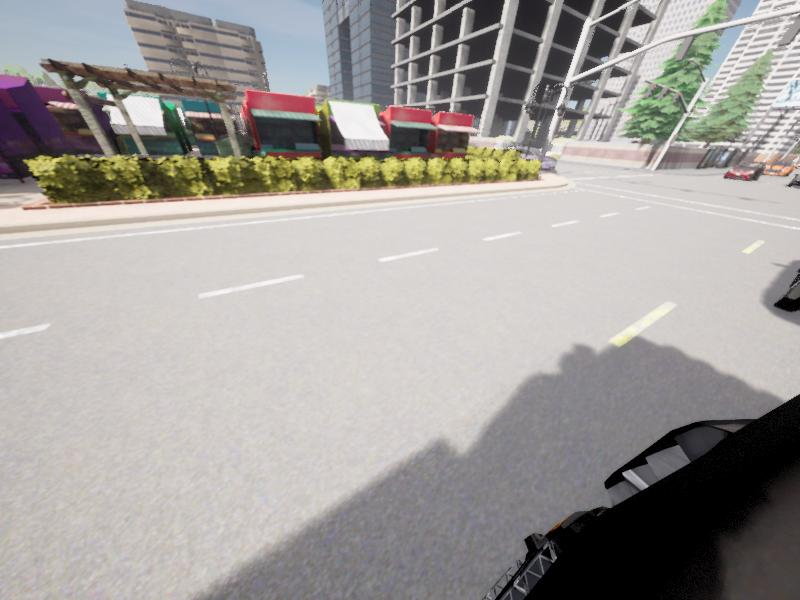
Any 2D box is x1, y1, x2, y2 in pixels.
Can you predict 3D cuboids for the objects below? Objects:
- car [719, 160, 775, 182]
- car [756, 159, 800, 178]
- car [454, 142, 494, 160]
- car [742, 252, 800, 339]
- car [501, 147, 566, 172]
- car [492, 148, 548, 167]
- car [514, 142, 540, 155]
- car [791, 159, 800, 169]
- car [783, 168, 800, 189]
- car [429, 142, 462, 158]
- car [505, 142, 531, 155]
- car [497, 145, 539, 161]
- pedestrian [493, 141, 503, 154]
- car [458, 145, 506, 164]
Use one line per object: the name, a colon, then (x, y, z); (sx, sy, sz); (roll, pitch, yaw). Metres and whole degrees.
car: (34.162, -12.713, 22.765); (3.988, 1.617, 1.851); (-14, 39, -23)
car: (48.775, -16.965, 29.708); (4.553, 1.767, 2.097); (-16, 40, -25)
car: (9.896, -20.199, 31.237); (2.242, 1.667, 4.611); (-17, 40, -25)
car: (8.163, -0.409, 3.552); (4.902, 1.511, 2.128); (-16, 40, -25)
car: (12.429, -13.424, 21.959); (2.033, 1.649, 4.856); (-16, 40, -25)
car: (13.450, -16.345, 26.342); (2.033, 1.411, 5.357); (-16, 40, -25)
car: (25.676, -30.708, 46.798); (1.905, 1.878, 3.866); (-16, 40, -25)
car: (95.833, -31.525, 53.815); (4.553, 1.767, 2.097); (4, 35, 1)
car: (35.095, -10.327, 19.671); (5.357, 1.411, 2.033); (-20, 41, -29)
car: (6.000, -20.127, 31.002); (1.816, 1.474, 4.193); (-16, 40, -25)
car: (23.117, -29.962, 45.553); (1.905, 1.878, 3.866); (-16, 40, -25)
car: (16.793, -21.038, 33.066); (1.882, 1.535, 5.008); (-16, 40, -25)
pedestrian: (17.199, -26.817, 40.630); (0.751, 1.860, 0.751); (-16, 40, -25)
car: (9.245, -16.718, 26.463); (2.163, 1.488, 4.792); (-16, 40, -25)
